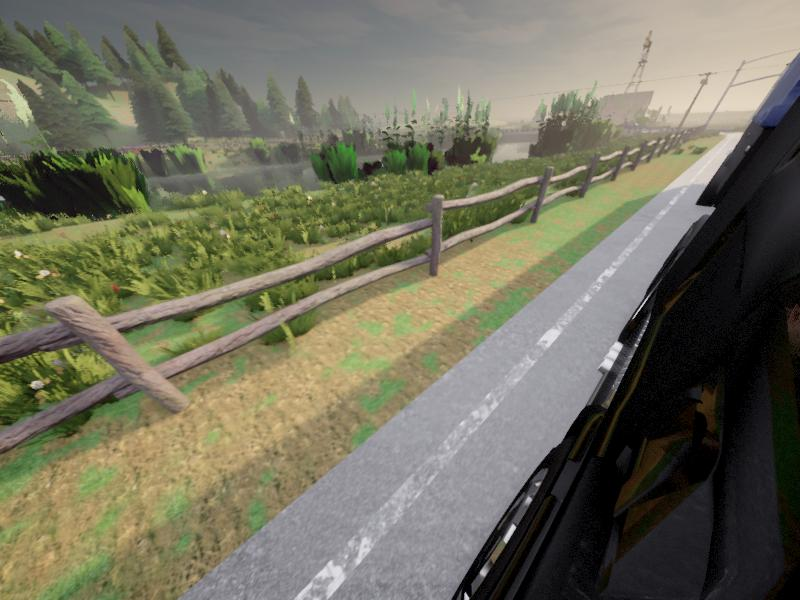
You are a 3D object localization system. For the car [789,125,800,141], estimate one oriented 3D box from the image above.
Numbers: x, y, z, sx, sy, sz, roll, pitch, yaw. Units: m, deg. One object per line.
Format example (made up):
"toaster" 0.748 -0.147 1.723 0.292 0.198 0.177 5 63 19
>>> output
"car" 41.646 -16.948 23.058 4.792 1.488 2.163 -28 43 -30

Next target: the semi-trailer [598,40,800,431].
"semi-trailer" 8.702 -3.578 4.261 14.254 4.402 2.717 -28 44 -30

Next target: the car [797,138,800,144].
"car" 36.005 -13.950 19.379 5.357 1.411 2.033 -28 43 -30

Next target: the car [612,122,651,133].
"car" 43.032 -32.179 42.970 1.812 1.442 4.674 -26 45 -28

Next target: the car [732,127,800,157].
"car" 25.002 -10.884 15.836 4.181 1.385 1.994 -28 43 -30

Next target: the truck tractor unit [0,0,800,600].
"truck tractor unit" 2.645 -0.295 0.351 6.516 4.208 3.053 -28 44 -30
